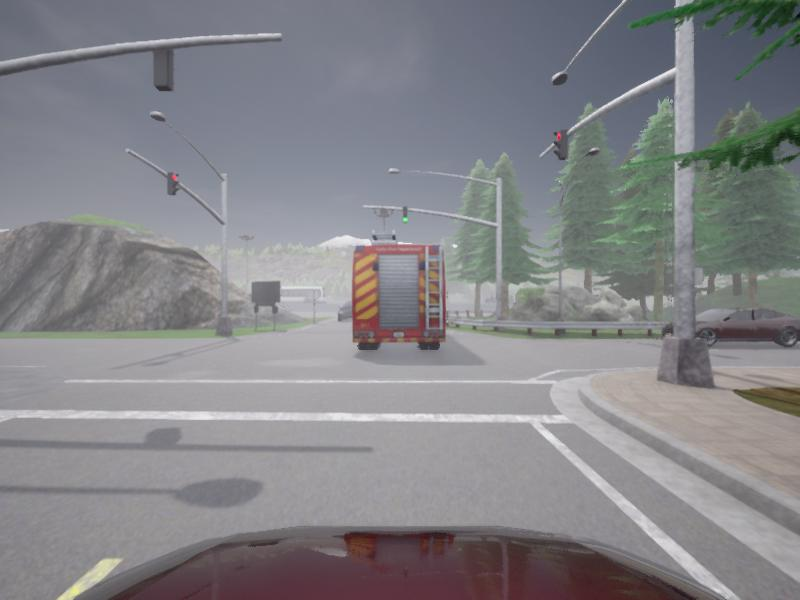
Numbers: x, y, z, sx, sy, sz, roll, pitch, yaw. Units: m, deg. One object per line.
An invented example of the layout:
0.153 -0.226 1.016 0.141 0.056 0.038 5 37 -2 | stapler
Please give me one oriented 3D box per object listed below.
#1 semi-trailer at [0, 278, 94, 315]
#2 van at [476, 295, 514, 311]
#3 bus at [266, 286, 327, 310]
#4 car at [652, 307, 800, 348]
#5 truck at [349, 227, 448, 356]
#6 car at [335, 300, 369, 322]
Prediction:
-45.908 -0.454 49.331 14.254 4.402 2.717 0 0 0 | semi-trailer
15.917 0.471 67.009 5.915 2.561 1.988 0 0 0 | van
-18.963 -0.389 73.982 10.273 4.253 3.944 0 0 0 | bus
13.051 1.031 15.839 4.792 1.488 2.163 0 0 0 | car
-0.048 -0.260 16.096 2.891 3.827 8.468 0 0 0 | truck
-3.562 0.804 30.754 2.038 1.542 4.974 0 0 0 | car
